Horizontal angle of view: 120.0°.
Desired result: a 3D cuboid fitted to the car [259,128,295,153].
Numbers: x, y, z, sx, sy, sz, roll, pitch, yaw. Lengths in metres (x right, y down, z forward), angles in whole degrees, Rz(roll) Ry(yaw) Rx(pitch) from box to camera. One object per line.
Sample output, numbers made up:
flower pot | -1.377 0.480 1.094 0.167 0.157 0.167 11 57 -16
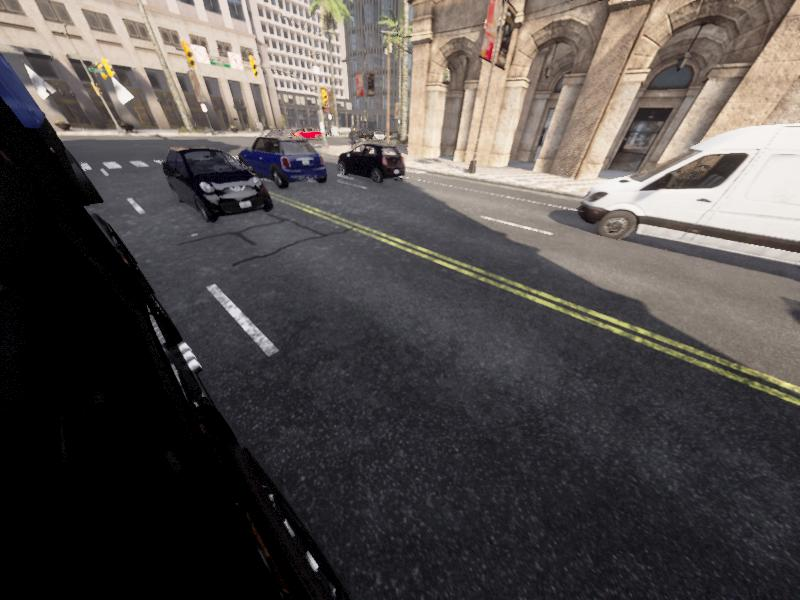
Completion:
car | -11.086 -14.713 21.219 2.038 1.542 4.974 -8 38 -14

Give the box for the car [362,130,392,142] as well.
car | -3.807 -27.697 38.987 2.038 1.542 4.974 28 44 30

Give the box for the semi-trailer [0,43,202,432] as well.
semi-trailer | -8.687 -3.625 4.220 14.254 4.402 2.717 28 44 30

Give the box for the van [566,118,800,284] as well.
van | 7.791 -2.286 5.118 5.915 2.561 1.988 28 44 30

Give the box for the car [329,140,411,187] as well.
car | -1.512 -6.852 11.407 3.633 1.501 1.845 29 44 30

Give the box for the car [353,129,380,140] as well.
car | -5.910 -29.509 41.290 1.837 1.490 4.892 28 44 30

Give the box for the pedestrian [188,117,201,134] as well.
pedestrian | -29.449 -25.044 33.152 0.751 1.860 0.751 -17 41 -24

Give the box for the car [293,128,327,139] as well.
car | -14.412 -26.901 37.407 1.895 1.301 4.718 29 44 30

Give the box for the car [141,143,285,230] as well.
car | -5.310 -3.433 6.599 3.633 1.501 1.845 28 44 30

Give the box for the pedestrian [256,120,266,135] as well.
pedestrian | -21.907 -27.136 36.447 0.751 1.860 0.751 -3 37 -8

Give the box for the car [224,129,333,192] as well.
car | -5.327 -6.280 10.164 4.553 1.767 2.097 28 44 30

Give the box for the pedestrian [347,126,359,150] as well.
pedestrian | -4.494 -15.487 22.125 0.751 1.860 0.751 16 39 17

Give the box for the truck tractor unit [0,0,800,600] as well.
truck tractor unit | -2.645 -0.295 0.351 6.516 4.208 3.053 28 44 30

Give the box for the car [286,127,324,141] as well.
car | -13.780 -24.205 33.669 2.007 1.525 4.514 28 44 30
